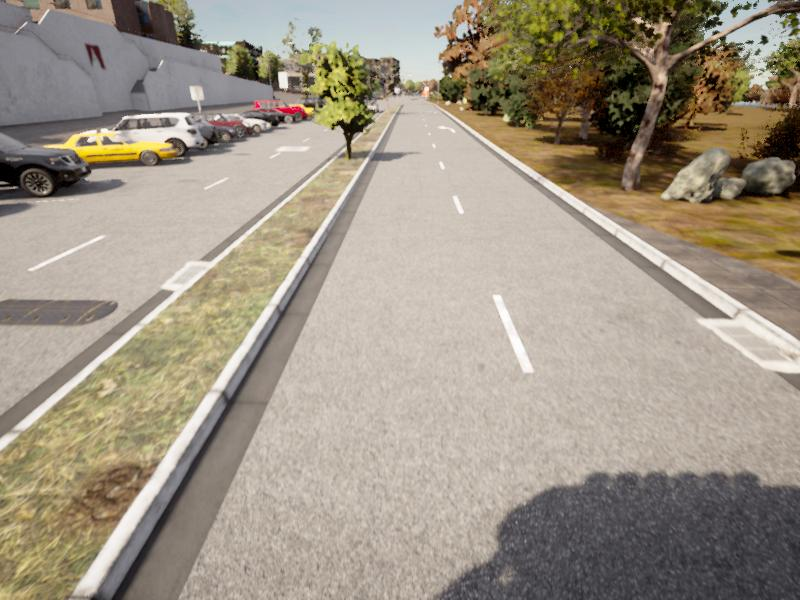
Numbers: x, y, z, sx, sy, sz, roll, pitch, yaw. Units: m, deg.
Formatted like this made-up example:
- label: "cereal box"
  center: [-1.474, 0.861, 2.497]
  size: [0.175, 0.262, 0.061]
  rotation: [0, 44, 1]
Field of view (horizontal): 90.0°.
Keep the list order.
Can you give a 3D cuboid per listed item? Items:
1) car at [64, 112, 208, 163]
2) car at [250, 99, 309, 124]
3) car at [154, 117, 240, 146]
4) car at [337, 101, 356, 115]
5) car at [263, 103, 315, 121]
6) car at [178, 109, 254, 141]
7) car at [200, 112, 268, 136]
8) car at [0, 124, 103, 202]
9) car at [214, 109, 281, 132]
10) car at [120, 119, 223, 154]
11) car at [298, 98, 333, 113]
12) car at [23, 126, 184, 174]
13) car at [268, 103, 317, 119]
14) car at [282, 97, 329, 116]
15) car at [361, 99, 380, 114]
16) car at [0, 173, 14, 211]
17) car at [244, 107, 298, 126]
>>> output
- label: "car"
  center: [-13.334, -8.546, 20.821]
  size: [5.566, 2.045, 2.435]
  rotation: [-10, 29, -16]
- label: "car"
  center: [-12.677, -19.846, 42.033]
  size: [5.566, 2.045, 2.435]
  rotation: [-10, 29, -16]
- label: "car"
  center: [-13.156, -11.100, 26.282]
  size: [4.674, 1.452, 2.002]
  rotation: [-10, 29, -16]
- label: "car"
  center: [-7.254, -26.520, 55.145]
  size: [1.837, 1.490, 4.892]
  rotation: [1, 28, 1]
- label: "car"
  center: [-12.446, -21.065, 44.837]
  size: [5.366, 1.575, 1.946]
  rotation: [-10, 29, -16]
- label: "car"
  center: [-13.110, -12.651, 28.842]
  size: [4.553, 1.767, 2.185]
  rotation: [-10, 29, -16]
- label: "car"
  center: [-13.004, -13.921, 31.575]
  size: [4.674, 1.452, 2.002]
  rotation: [-10, 29, -16]
- label: "car"
  center: [-13.510, -4.382, 12.866]
  size: [5.566, 2.045, 2.435]
  rotation: [-9, 28, -16]
- label: "car"
  center: [-12.919, -15.370, 34.201]
  size: [5.008, 1.535, 2.097]
  rotation: [-10, 30, -16]
- label: "car"
  center: [-13.255, -9.697, 23.604]
  size: [4.792, 1.488, 2.163]
  rotation: [-10, 29, -16]
- label: "car"
  center: [-12.213, -28.176, 57.979]
  size: [4.553, 1.767, 2.185]
  rotation: [-10, 29, -16]
- label: "car"
  center: [-13.208, -6.966, 18.340]
  size: [5.366, 1.575, 1.946]
  rotation: [-10, 29, -16]
- label: "car"
  center: [-12.721, -22.411, 47.376]
  size: [5.366, 1.575, 1.946]
  rotation: [-10, 29, -16]
- label: "car"
  center: [-12.422, -25.470, 52.597]
  size: [5.566, 2.045, 2.435]
  rotation: [-10, 29, -16]
- label: "car"
  center: [-4.190, -27.752, 57.284]
  size: [2.242, 1.667, 4.611]
  rotation: [1, 28, 1]
- label: "car"
  center: [-13.613, -2.736, 10.320]
  size: [4.674, 1.452, 2.002]
  rotation: [-9, 28, -16]
- label: "car"
  center: [-12.747, -18.183, 39.517]
  size: [4.792, 1.488, 2.163]
  rotation: [-10, 29, -16]
